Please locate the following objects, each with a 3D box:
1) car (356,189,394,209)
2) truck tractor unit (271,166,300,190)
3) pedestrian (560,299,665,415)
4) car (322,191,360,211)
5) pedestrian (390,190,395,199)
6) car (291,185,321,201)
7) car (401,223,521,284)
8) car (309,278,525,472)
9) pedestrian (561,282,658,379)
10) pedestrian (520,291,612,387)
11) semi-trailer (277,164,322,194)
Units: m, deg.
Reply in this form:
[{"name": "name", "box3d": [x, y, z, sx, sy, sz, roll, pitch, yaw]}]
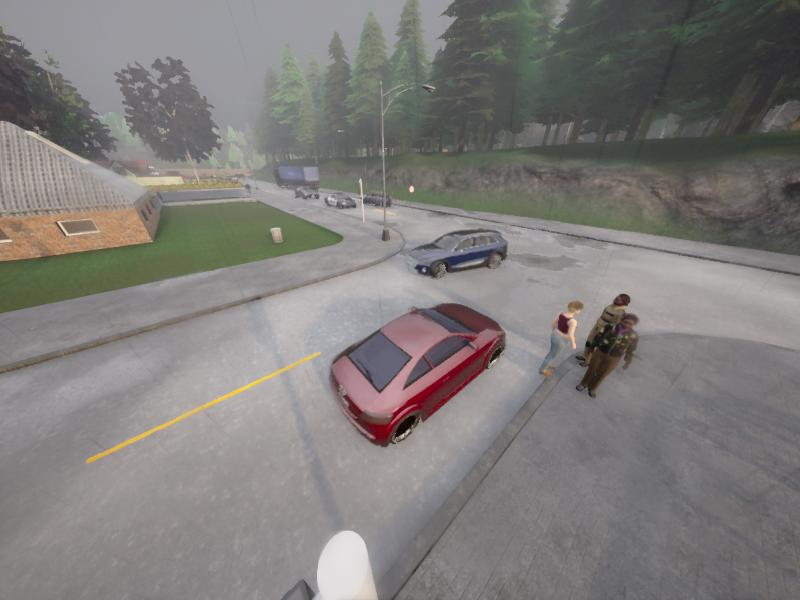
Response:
[{"name": "car", "box3d": [-3.020, -12.309, 27.861, 2.242, 1.667, 4.611, -23, 37, -34]}, {"name": "truck tractor unit", "box3d": [-24.605, -26.288, 49.523, 3.053, 4.208, 6.516, -23, 37, -34]}, {"name": "pedestrian", "box3d": [3.798, 1.044, 4.252, 0.751, 1.860, 0.751, -25, 39, -37]}, {"name": "car", "box3d": [-6.774, -11.375, 26.382, 2.038, 1.542, 4.974, -23, 37, -34]}, {"name": "pedestrian", "box3d": [-1.089, -14.839, 32.556, 0.500, 1.100, 0.500, 17, 34, 27]}, {"name": "car", "box3d": [-13.593, -15.483, 33.407, 2.152, 1.651, 5.027, -23, 37, -34]}, {"name": "car", "box3d": [2.671, -2.288, 10.547, 4.856, 1.649, 2.033, -11, 31, -19]}, {"name": "car", "box3d": [0.576, 1.027, 5.063, 4.181, 1.385, 1.994, -22, 37, -34]}, {"name": "pedestrian", "box3d": [4.288, 0.653, 4.929, 0.751, 1.860, 0.751, 9, 31, 16]}, {"name": "pedestrian", "box3d": [3.239, 0.816, 4.723, 0.751, 1.860, 0.751, 1, 30, 2]}, {"name": "semi-trailer", "box3d": [-19.525, -23.339, 44.215, 2.717, 4.402, 14.254, -23, 37, -34]}]
